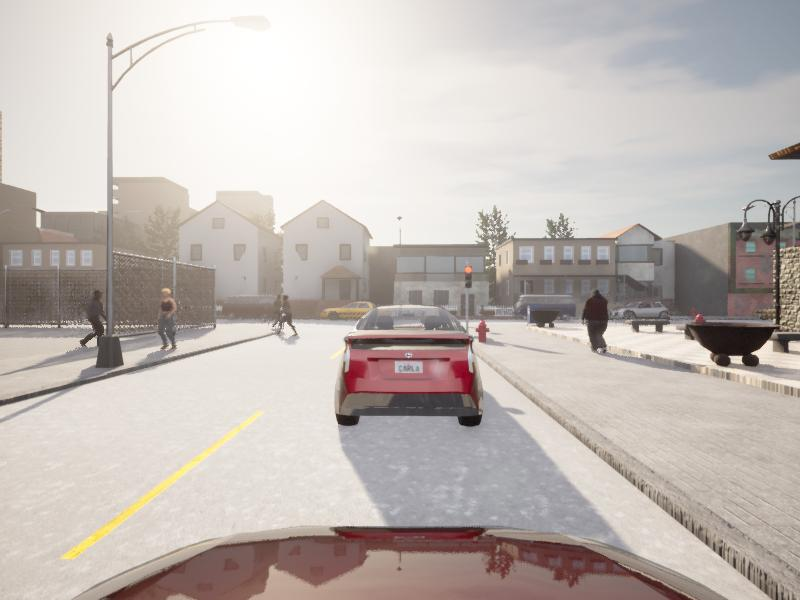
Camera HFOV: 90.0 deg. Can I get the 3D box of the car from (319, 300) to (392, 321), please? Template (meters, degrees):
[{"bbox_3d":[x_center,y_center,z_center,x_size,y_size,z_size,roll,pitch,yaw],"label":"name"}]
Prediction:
[{"bbox_3d":[-3.371,0.801,30.690,5.366,1.575,1.801,0,0,1],"label":"car"}]

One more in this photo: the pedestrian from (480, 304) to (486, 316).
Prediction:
[{"bbox_3d":[7.411,0.913,35.788,0.500,1.100,0.500,0,0,2],"label":"pedestrian"}]

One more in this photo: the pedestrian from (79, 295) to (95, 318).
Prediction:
[{"bbox_3d":[-26.320,0.533,33.639,0.751,1.860,0.751,0,0,-2],"label":"pedestrian"}]

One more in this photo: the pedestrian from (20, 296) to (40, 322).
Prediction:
[{"bbox_3d":[-26.874,0.637,29.064,0.751,1.860,0.751,0,0,-4],"label":"pedestrian"}]

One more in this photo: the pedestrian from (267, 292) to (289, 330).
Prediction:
[{"bbox_3d":[-6.185,0.534,20.309,0.751,1.860,0.751,0,0,27],"label":"pedestrian"}]

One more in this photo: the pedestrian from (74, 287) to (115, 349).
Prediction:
[{"bbox_3d":[-9.407,0.534,12.340,0.751,1.860,0.751,0,0,-12],"label":"pedestrian"}]

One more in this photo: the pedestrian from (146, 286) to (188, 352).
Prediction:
[{"bbox_3d":[-6.791,0.534,11.677,0.751,1.860,0.751,0,0,11],"label":"pedestrian"}]

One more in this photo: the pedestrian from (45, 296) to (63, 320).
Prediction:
[{"bbox_3d":[-27.048,0.637,31.304,0.751,1.860,0.751,0,0,2],"label":"pedestrian"}]

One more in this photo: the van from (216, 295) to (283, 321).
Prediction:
[{"bbox_3d":[-11.492,0.598,30.713,4.442,1.987,1.775,0,0,4],"label":"van"}]

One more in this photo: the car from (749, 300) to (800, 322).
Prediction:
[{"bbox_3d":[29.604,0.801,29.962,5.366,1.575,1.801,0,0,1],"label":"car"}]

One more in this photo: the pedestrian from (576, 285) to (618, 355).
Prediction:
[{"bbox_3d":[5.371,0.525,10.936,0.751,1.860,0.751,0,0,-3],"label":"pedestrian"}]

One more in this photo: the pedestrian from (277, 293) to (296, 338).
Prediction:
[{"bbox_3d":[-4.806,0.637,16.958,0.751,1.860,0.751,0,0,-17],"label":"pedestrian"}]

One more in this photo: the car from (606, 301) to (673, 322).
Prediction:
[{"bbox_3d":[18.009,0.853,30.218,3.806,1.475,1.970,0,0,1],"label":"car"}]

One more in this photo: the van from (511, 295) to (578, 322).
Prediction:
[{"bbox_3d":[10.867,0.599,30.376,4.442,1.987,1.775,0,0,1],"label":"van"}]

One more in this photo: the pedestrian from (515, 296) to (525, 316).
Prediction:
[{"bbox_3d":[10.847,0.533,36.105,0.751,1.860,0.751,0,0,8],"label":"pedestrian"}]

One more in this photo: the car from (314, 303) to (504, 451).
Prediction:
[{"bbox_3d":[0.137,0.828,6.489,2.007,1.525,4.514,0,0,1],"label":"car"}]

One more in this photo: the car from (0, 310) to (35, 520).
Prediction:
[{"bbox_3d":[-4.006,0.836,0.742,2.128,1.511,4.902,0,0,1],"label":"car"}]
